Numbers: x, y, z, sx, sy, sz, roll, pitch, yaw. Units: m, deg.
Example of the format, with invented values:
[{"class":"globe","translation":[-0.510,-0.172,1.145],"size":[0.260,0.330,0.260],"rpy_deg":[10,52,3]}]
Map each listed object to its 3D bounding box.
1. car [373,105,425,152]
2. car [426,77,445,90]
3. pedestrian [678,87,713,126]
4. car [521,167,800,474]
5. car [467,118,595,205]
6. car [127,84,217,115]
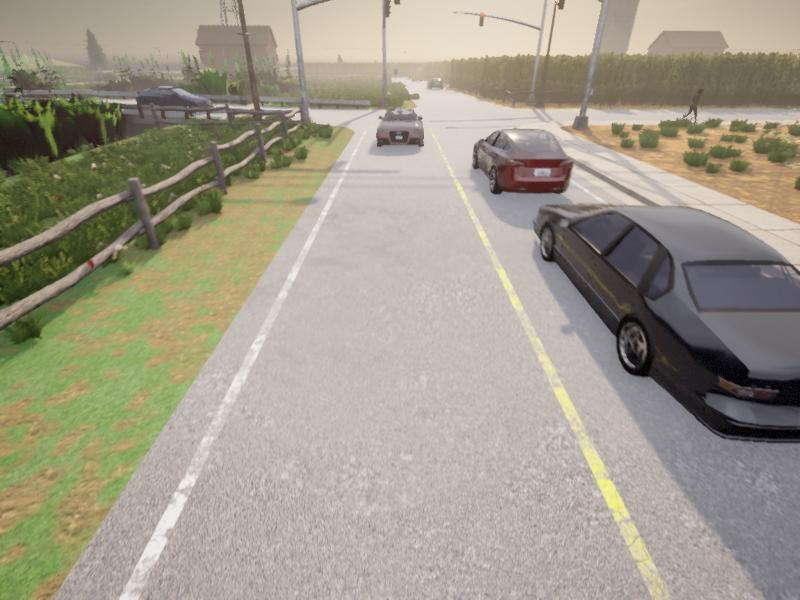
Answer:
[{"class":"car","translation":[0.020,-7.685,17.707],"size":[1.994,1.385,4.181],"rpy_deg":[1,30,1]},{"class":"car","translation":[5.221,-32.229,59.476],"size":[2.163,1.488,4.792],"rpy_deg":[-1,30,-3]},{"class":"pedestrian","translation":[16.219,-10.645,21.995],"size":[0.751,1.860,0.751],"rpy_deg":[-2,30,-4]},{"class":"car","translation":[3.465,-0.471,5.396],"size":[2.033,1.411,5.357],"rpy_deg":[0,30,0]},{"class":"car","translation":[3.447,-4.241,11.732],"size":[2.163,1.488,4.792],"rpy_deg":[0,30,0]},{"class":"car","translation":[-14.891,-13.219,26.342],"size":[4.674,1.442,1.812],"rpy_deg":[4,31,1]}]
